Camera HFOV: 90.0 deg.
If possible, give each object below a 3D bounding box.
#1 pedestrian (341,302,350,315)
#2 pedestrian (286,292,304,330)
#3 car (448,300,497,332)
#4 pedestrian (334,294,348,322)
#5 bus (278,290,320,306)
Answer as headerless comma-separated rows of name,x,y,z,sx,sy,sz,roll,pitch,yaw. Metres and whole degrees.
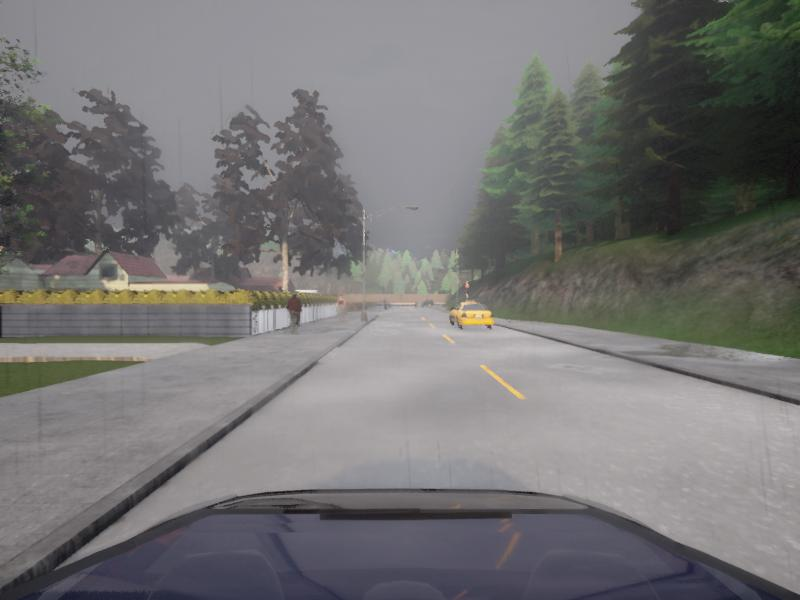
pedestrian,-5.130,0.799,37.915,0.751,1.300,0.751,0,0,0
pedestrian,-5.259,0.530,20.076,0.751,1.860,0.751,0,0,-4
car,4.003,0.802,23.074,1.801,1.575,5.366,0,0,-1
pedestrian,-3.911,0.522,26.581,0.751,1.860,0.751,0,0,8
bus,-27.286,-0.556,108.544,10.273,4.253,3.944,0,0,0
